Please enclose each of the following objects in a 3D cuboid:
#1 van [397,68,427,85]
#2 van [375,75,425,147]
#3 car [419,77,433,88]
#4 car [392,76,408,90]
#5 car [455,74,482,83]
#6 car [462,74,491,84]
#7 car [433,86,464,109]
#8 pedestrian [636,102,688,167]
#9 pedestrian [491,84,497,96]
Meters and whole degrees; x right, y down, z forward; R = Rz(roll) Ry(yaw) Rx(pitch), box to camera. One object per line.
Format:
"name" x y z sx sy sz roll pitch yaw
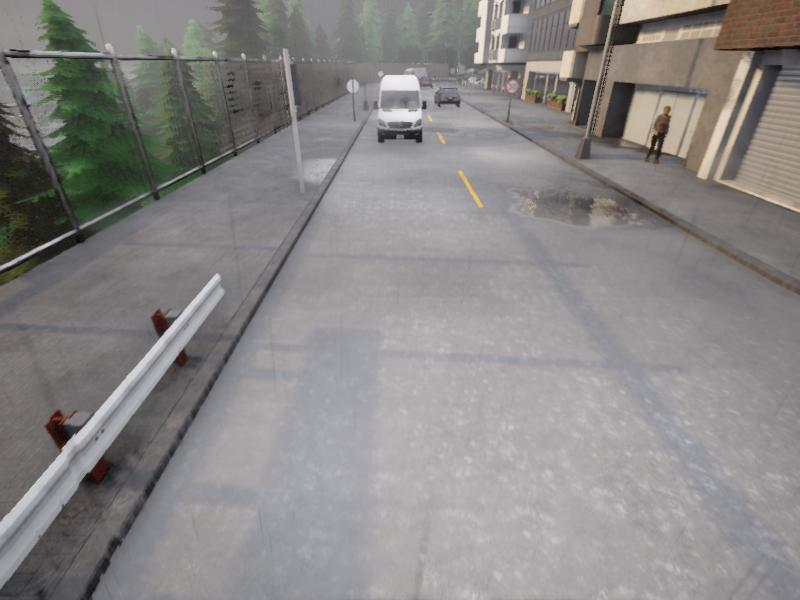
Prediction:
"van" 2.305 -40.700 72.705 1.988 2.561 5.915 24 38 37
"van" 0.004 -9.160 19.036 1.988 2.561 5.915 0 30 0
"car" 4.019 -34.186 62.773 1.994 1.385 4.181 0 30 0
"car" -0.007 -31.592 58.109 2.152 1.651 5.027 0 30 0
"car" 13.225 -42.623 77.058 4.674 1.442 1.812 -2 30 -4
"car" 14.043 -40.663 73.671 4.892 1.490 1.837 -2 30 -4
"car" 4.014 -17.332 34.072 2.033 1.411 5.357 0 30 0
"pedestrian" 8.443 -5.368 12.989 0.751 1.860 0.751 6 31 11
"pedestrian" 10.175 -22.715 43.317 0.500 1.100 0.500 5 31 8
